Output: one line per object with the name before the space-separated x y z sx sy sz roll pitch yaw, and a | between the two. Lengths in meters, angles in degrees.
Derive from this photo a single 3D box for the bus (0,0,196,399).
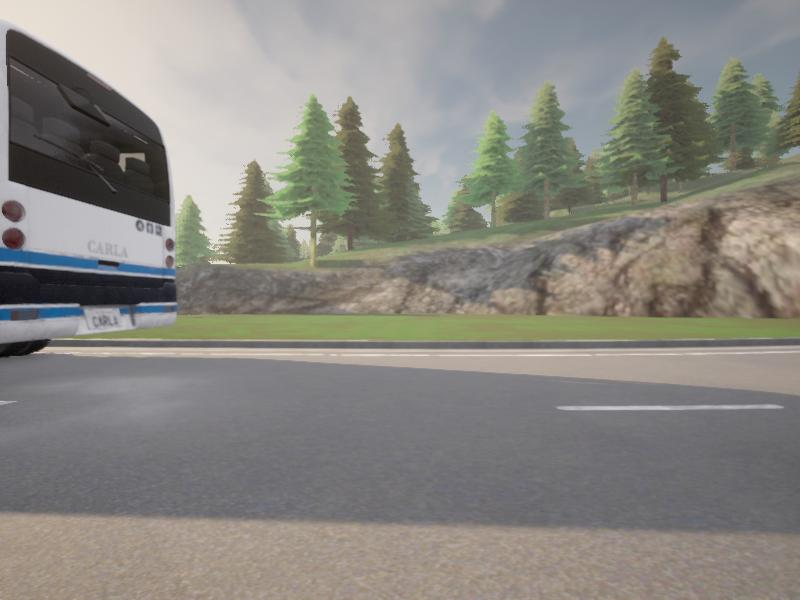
bus | -9.069 -1.128 5.810 10.273 4.253 3.944 0 0 3
